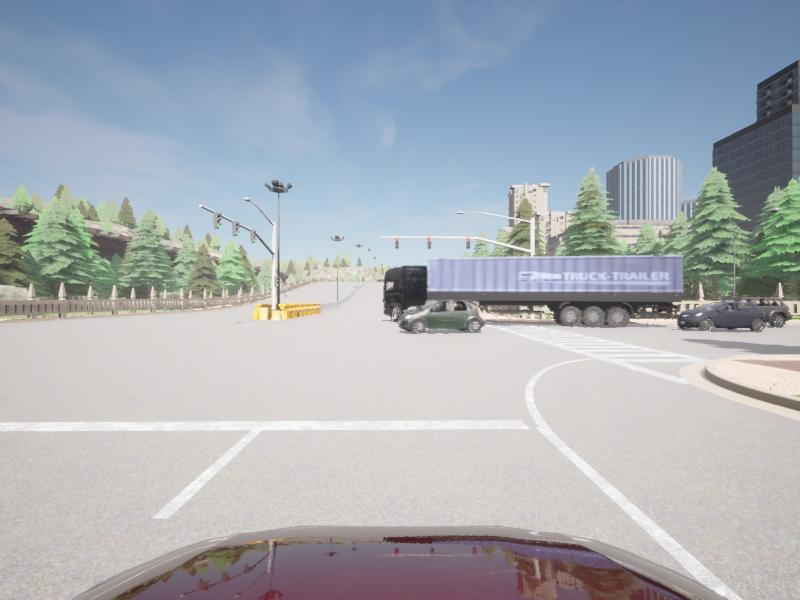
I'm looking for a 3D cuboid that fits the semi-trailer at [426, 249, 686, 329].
[{"bbox_3d":[8.898,-0.636,24.684,14.254,4.402,2.717,0,1,13],"label":"semi-trailer"}]

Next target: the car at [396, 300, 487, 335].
[{"bbox_3d":[1.957,0.788,19.330,3.988,1.617,1.851,0,0,-11],"label":"car"}]

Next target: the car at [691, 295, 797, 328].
[{"bbox_3d":[20.365,0.652,23.825,4.605,1.855,1.932,0,0,0],"label":"car"}]

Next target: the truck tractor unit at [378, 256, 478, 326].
[{"bbox_3d":[1.764,-0.538,27.447,3.053,4.208,6.516,-2,1,-41],"label":"truck tractor unit"}]

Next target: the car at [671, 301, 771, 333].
[{"bbox_3d":[16.177,0.827,20.311,3.633,1.501,1.845,0,0,0],"label":"car"}]
